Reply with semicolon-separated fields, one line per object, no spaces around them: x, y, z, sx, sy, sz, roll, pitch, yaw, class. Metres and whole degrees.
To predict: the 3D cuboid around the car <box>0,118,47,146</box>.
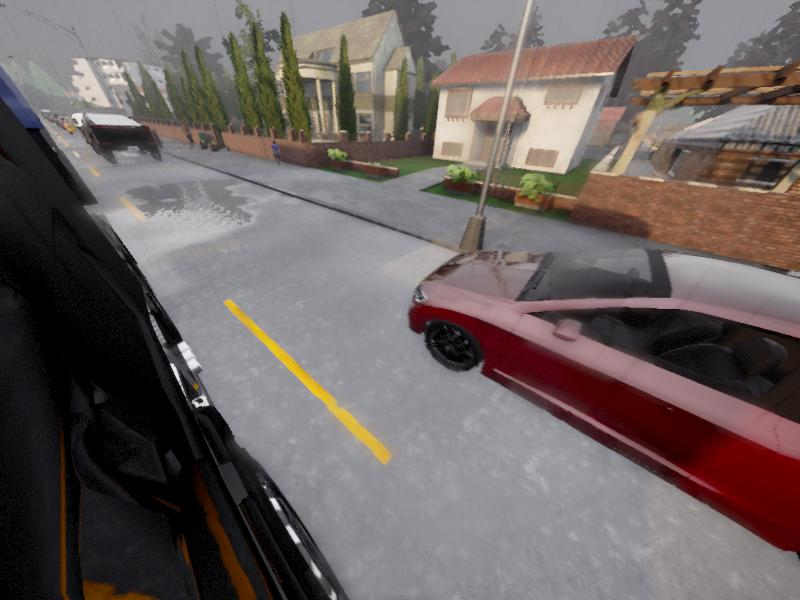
-28.837;-12.662;17.356;4.514;1.525;2.007;28;43;29;car

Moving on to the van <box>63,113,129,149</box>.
-23.812;-13.293;18.103;4.480;2.038;2.069;27;43;29;van

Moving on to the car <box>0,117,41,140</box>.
-34.322;-15.404;20.691;4.193;1.474;1.816;27;43;29;car

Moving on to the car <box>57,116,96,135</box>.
-37.645;-20.258;26.855;5.366;1.575;1.801;28;43;29;car

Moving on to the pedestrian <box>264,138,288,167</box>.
-6.971;-8.341;13.029;0.751;1.300;0.751;-23;44;-30;pedestrian

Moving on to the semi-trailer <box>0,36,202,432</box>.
-8.746;-3.580;4.169;14.254;4.402;2.717;28;43;29;semi-trailer

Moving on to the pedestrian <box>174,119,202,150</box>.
-16.411;-12.825;17.914;0.751;1.860;0.751;23;41;25;pedestrian

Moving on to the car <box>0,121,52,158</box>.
-22.847;-9.570;13.631;4.514;1.525;2.007;28;44;30;car

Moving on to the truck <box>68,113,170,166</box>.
-16.473;-9.521;13.513;6.274;2.098;2.390;27;43;29;truck

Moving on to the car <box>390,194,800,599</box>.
2.100;0.339;2.122;4.193;1.474;1.816;27;43;29;car

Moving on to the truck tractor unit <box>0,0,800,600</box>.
-2.645;-0.295;0.351;6.516;4.208;3.053;28;44;30;truck tractor unit

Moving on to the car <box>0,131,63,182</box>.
-15.929;-5.913;9.369;4.181;1.385;1.994;27;43;29;car
